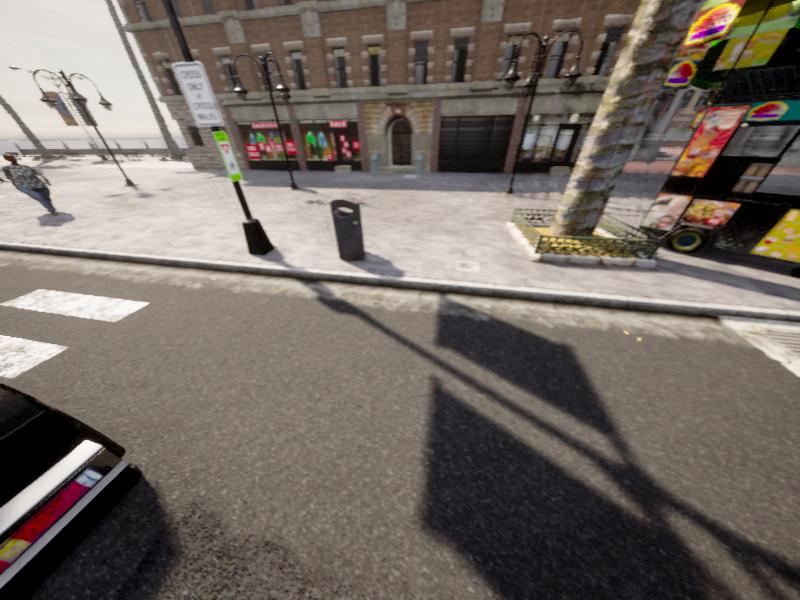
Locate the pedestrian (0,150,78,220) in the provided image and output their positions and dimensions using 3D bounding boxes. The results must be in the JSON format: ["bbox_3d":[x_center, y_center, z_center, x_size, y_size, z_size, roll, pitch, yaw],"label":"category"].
[{"bbox_3d":[-11.667,-3.624,7.318,0.751,1.860,0.751,15,38,21],"label":"pedestrian"}]

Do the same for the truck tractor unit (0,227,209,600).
[{"bbox_3d":[-5.328,0.023,0.341,6.516,4.208,3.053,7,36,10],"label":"truck tractor unit"}]
